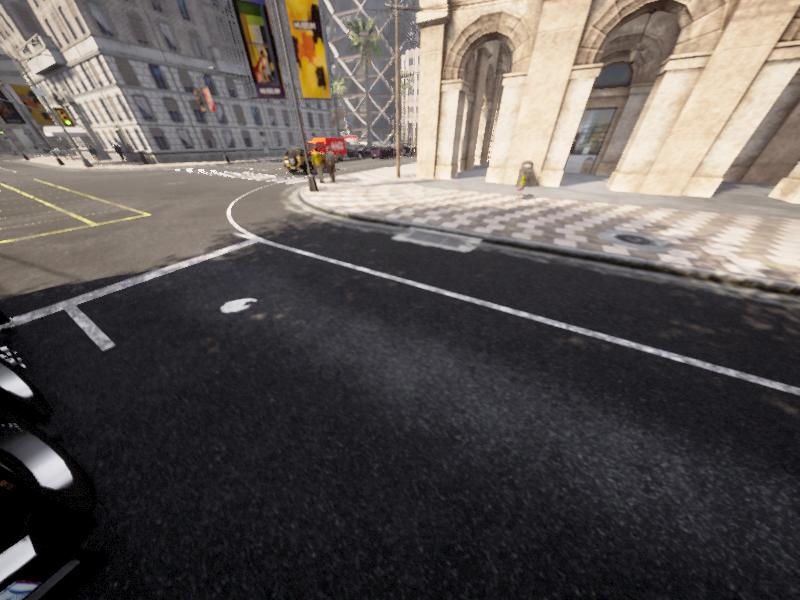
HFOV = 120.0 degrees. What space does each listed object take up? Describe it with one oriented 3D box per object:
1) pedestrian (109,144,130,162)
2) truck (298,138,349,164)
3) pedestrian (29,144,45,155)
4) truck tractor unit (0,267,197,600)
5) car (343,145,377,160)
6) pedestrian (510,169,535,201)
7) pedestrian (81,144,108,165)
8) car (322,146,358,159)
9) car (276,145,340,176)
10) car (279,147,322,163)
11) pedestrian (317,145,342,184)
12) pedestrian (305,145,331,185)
[{"bbox_3d":[-33.466,-17.558,27.586,0.751,1.860,0.751,19,39,26],"label":"pedestrian"},{"bbox_3d":[-9.132,-18.336,28.265,2.627,2.467,5.204,17,39,24],"label":"truck"},{"bbox_3d":[-72.484,-30.029,46.111,0.751,1.860,0.751,18,39,25],"label":"pedestrian"},{"bbox_3d":[-5.115,-0.297,0.772,6.516,4.208,3.053,18,39,24],"label":"truck tractor unit"},{"bbox_3d":[-5.647,-21.526,33.546,1.930,1.638,5.238,18,39,24],"label":"car"},{"bbox_3d":[4.965,-4.684,9.417,0.500,1.100,0.500,27,43,33],"label":"pedestrian"},{"bbox_3d":[-32.017,-15.244,24.247,0.751,1.860,0.751,12,37,18],"label":"pedestrian"},{"bbox_3d":[-8.906,-22.185,34.738,2.033,1.411,5.357,18,39,24],"label":"car"},{"bbox_3d":[-7.373,-11.673,19.196,1.932,1.855,4.605,16,38,22],"label":"car"},{"bbox_3d":[-12.510,-18.557,29.468,1.837,1.490,4.892,18,39,24],"label":"car"},{"bbox_3d":[-4.006,-7.780,13.279,0.751,1.860,0.751,24,41,30],"label":"pedestrian"},{"bbox_3d":[-4.563,-7.575,12.990,0.751,1.860,0.751,8,36,12],"label":"pedestrian"}]
